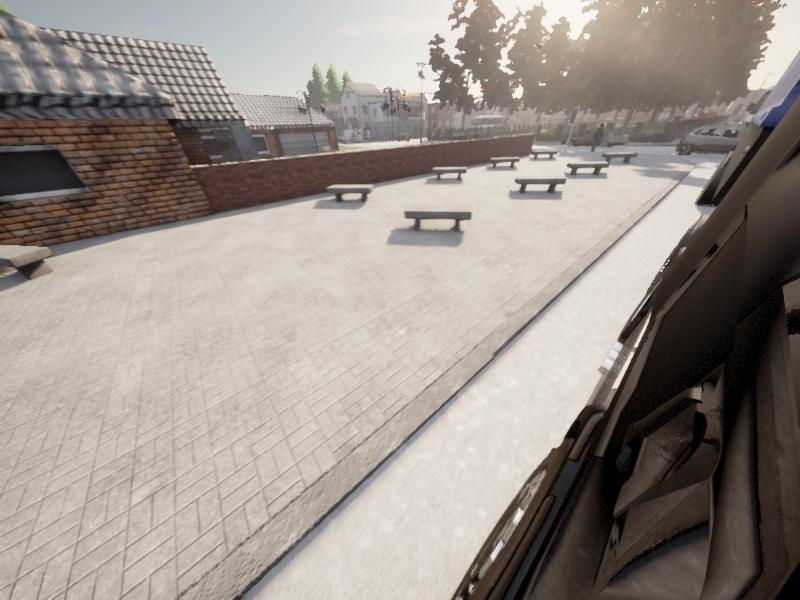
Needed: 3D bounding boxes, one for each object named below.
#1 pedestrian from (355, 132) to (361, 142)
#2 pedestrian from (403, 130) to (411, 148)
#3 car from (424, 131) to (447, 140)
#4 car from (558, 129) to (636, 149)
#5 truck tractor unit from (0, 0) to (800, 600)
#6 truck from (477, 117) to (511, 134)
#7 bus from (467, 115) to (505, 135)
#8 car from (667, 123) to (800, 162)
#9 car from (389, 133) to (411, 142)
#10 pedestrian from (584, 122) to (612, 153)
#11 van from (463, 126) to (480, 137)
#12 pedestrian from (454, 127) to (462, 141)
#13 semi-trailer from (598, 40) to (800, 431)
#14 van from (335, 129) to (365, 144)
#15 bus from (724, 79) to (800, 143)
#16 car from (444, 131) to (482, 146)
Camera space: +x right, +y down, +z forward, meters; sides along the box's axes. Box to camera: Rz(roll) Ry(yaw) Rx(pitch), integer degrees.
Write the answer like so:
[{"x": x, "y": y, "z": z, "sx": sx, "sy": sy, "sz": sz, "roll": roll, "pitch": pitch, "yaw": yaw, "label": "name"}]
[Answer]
[{"x": -9.702, "y": -37.810, "z": 53.471, "sx": 0.751, "sy": 1.860, "sz": 0.751, "roll": -21, "pitch": 40, "yaw": -23, "label": "pedestrian"}, {"x": 0.939, "y": -20.829, "z": 29.917, "sx": 0.751, "sy": 1.860, "sz": 0.751, "roll": -25, "pitch": 42, "yaw": -27, "label": "pedestrian"}, {"x": 8.083, "y": -37.390, "z": 52.425, "sx": 5.357, "sy": 1.411, "sz": 2.033, "roll": -27, "pitch": 43, "yaw": -29, "label": "car"}, {"x": 18.928, "y": -15.713, "z": 22.550, "sx": 2.033, "sy": 1.411, "sz": 5.357, "roll": -24, "pitch": 41, "yaw": -26, "label": "car"}, {"x": 2.645, "y": -0.295, "z": 0.351, "sx": 6.516, "sy": 4.208, "sz": 3.053, "roll": -28, "pitch": 44, "yaw": -30, "label": "truck tractor unit"}, {"x": 28.642, "y": -53.434, "z": 70.785, "sx": 8.468, "sy": 3.827, "sz": 2.891, "roll": 22, "pitch": 43, "yaw": 29, "label": "truck"}, {"x": 24.476, "y": -49.742, "z": 65.697, "sx": 10.273, "sy": 4.253, "sz": 3.944, "roll": -23, "pitch": 41, "yaw": -26, "label": "bus"}, {"x": 20.240, "y": -9.643, "z": 14.056, "sx": 2.242, "sy": 1.667, "sz": 4.611, "roll": -6, "pitch": 37, "yaw": -6, "label": "car"}, {"x": 0.047, "y": -36.129, "z": 51.288, "sx": 4.718, "sy": 1.301, "sz": 1.895, "roll": -27, "pitch": 43, "yaw": -29, "label": "car"}, {"x": 15.417, "y": -12.653, "z": 18.013, "sx": 0.751, "sy": 1.860, "sz": 0.751, "roll": -13, "pitch": 38, "yaw": -14, "label": "pedestrian"}, {"x": 18.149, "y": -42.714, "z": 58.503, "sx": 4.442, "sy": 1.987, "sz": 1.775, "roll": -29, "pitch": 44, "yaw": -31, "label": "van"}, {"x": 9.677, "y": -27.522, "z": 38.420, "sx": 0.751, "sy": 1.860, "sz": 0.751, "roll": -30, "pitch": 45, "yaw": -32, "label": "pedestrian"}, {"x": 8.694, "y": -3.584, "z": 4.264, "sx": 14.254, "sy": 4.402, "sz": 2.717, "roll": -28, "pitch": 43, "yaw": -30, "label": "semi-trailer"}, {"x": -10.928, "y": -35.876, "z": 50.654, "sx": 6.366, "sy": 2.431, "sz": 2.351, "roll": 22, "pitch": 43, "yaw": 29, "label": "van"}, {"x": 36.235, "y": -18.022, "z": 22.228, "sx": 10.273, "sy": 4.253, "sz": 3.944, "roll": -28, "pitch": 43, "yaw": -30, "label": "bus"}, {"x": 8.849, "y": -23.008, "z": 32.868, "sx": 1.882, "sy": 1.535, "sz": 5.008, "roll": -28, "pitch": 43, "yaw": -30, "label": "car"}]
